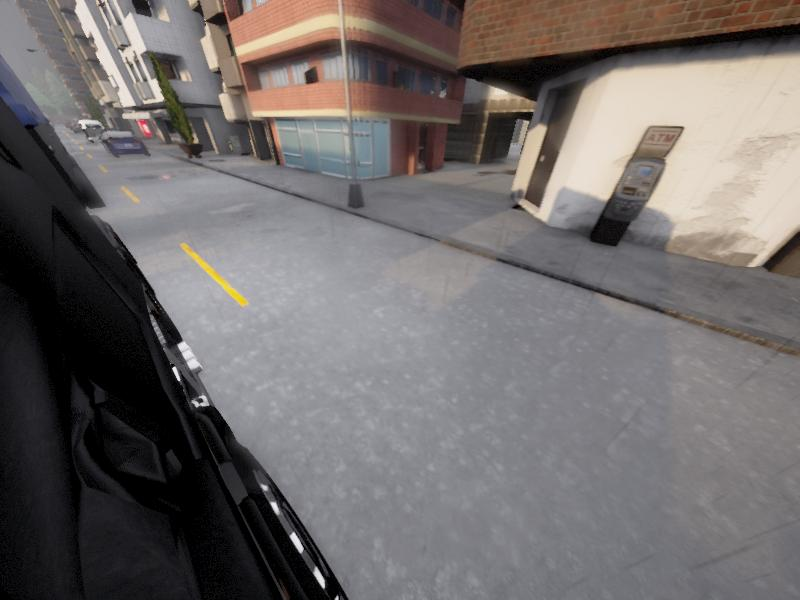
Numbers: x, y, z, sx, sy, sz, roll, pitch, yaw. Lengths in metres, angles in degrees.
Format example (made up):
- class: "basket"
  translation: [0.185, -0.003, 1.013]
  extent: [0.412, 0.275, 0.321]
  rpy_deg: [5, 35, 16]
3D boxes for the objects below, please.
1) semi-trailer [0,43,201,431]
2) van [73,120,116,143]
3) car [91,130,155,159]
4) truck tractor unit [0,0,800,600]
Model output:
- class: "semi-trailer"
  translation: [-8.713, -3.545, 4.284]
  extent: [14.254, 4.402, 2.717]
  rpy_deg: [28, 43, 30]
- class: "van"
  translation: [-35.369, -19.530, 26.761]
  extent: [4.480, 2.038, 2.069]
  rpy_deg: [27, 43, 30]
- class: "car"
  translation: [-20.604, -11.621, 17.182]
  extent: [4.792, 1.488, 2.163]
  rpy_deg: [27, 43, 30]
- class: "truck tractor unit"
  translation: [-2.645, -0.295, 0.351]
  extent: [6.516, 4.208, 3.053]
  rpy_deg: [28, 44, 30]
